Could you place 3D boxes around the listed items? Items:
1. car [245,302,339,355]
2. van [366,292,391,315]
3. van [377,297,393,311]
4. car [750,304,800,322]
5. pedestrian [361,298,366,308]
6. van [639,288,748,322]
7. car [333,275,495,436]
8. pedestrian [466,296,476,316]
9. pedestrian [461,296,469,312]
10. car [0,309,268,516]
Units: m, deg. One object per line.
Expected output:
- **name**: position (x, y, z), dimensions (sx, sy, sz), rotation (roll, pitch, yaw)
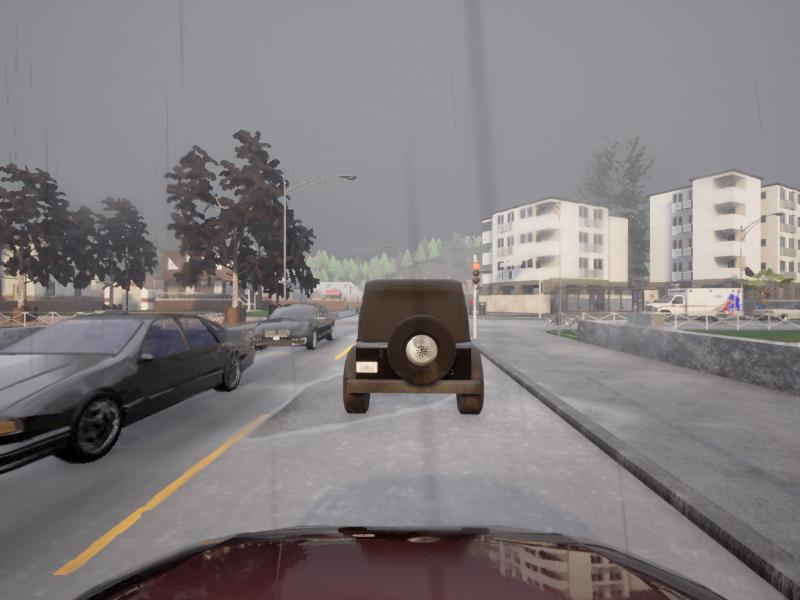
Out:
- **car**: position (-3.532, 0.843, 14.120), dimensions (1.837, 1.490, 4.892), rotation (0, 0, 2)
- **van**: position (-2.444, 0.378, 47.036), dimensions (2.351, 2.431, 6.366), rotation (0, 0, 2)
- **van**: position (-2.090, 0.574, 57.620), dimensions (2.069, 2.038, 4.480), rotation (0, 0, 2)
- **car**: position (29.156, 0.944, 29.630), dimensions (4.718, 1.301, 1.895), rotation (0, 0, 2)
- **pedestrian**: position (-7.061, 0.533, 76.615), dimensions (0.751, 1.860, 0.751), rotation (0, 0, 9)
- **van**: position (21.752, 0.378, 29.883), dimensions (6.366, 2.431, 2.351), rotation (0, 0, 2)
- **car**: position (0.220, 0.646, 6.640), dimensions (1.905, 1.878, 3.866), rotation (0, 0, 2)
- **pedestrian**: position (6.552, 0.524, 36.928), dimensions (0.751, 1.860, 0.751), rotation (0, 0, 17)
- **pedestrian**: position (7.409, 0.428, 45.646), dimensions (0.751, 1.860, 0.751), rotation (0, 0, 1)
- **car**: position (-3.833, 0.895, 5.664), dimensions (2.033, 1.411, 5.357), rotation (0, 0, 2)
